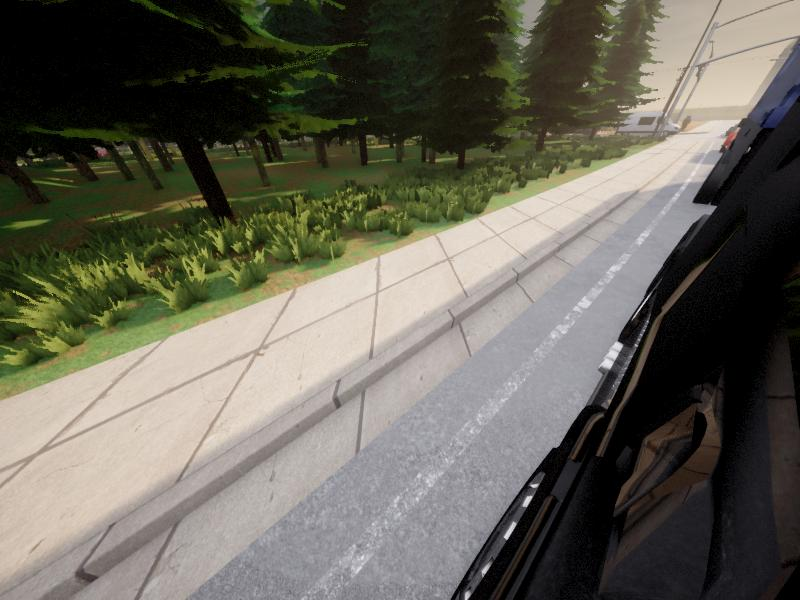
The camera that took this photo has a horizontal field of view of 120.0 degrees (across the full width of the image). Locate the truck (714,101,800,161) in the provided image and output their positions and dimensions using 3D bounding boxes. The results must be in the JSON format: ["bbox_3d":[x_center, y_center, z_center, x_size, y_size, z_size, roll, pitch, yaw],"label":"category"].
[{"bbox_3d":[21.382,-9.908,13.486,5.204,2.467,2.627,-30,44,-31],"label":"truck"}]

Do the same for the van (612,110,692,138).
[{"bbox_3d":[30.526,-21.426,28.308,1.988,2.561,5.915,-29,44,-30],"label":"van"}]

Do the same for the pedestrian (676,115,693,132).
[{"bbox_3d":[38.943,-24.137,31.649,0.751,1.860,0.751,28,46,34],"label":"pedestrian"}]

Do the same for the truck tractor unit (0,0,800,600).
[{"bbox_3d":[2.645,-0.295,0.351,6.516,4.208,3.053,-28,44,-30],"label":"truck tractor unit"}]

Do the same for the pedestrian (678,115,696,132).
[{"bbox_3d":[40.197,-24.757,32.391,0.751,1.860,0.751,17,41,24],"label":"pedestrian"}]

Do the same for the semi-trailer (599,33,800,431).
[{"bbox_3d":[8.646,-3.641,4.278,14.254,4.402,2.717,-29,44,-30],"label":"semi-trailer"}]

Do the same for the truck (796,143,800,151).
[{"bbox_3d":[26.105,-9.763,13.018,5.204,2.467,2.627,-30,45,-30],"label":"truck"}]

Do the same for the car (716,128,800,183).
[{"bbox_3d":[15.884,-6.349,9.892,4.902,1.511,2.128,-29,44,-30],"label":"car"}]
